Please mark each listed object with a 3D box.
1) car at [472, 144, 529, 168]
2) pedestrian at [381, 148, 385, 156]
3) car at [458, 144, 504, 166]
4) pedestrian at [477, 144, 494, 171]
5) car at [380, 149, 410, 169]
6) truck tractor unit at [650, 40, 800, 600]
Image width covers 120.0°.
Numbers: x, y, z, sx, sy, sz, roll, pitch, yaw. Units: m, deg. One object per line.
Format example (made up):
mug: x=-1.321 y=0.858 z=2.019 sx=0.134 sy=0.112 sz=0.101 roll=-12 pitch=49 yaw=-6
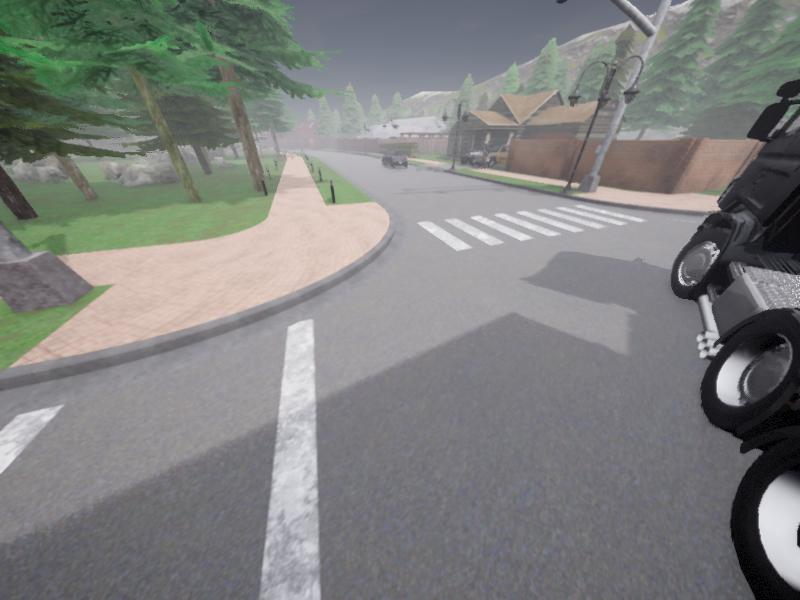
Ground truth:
car: x=9.696 y=-14.037 z=22.490 sx=4.605 sy=1.855 sz=1.932 roll=-12 pitch=37 yaw=-17
pedestrian: x=-2.755 y=-24.398 z=38.024 sx=0.500 sy=1.100 sz=0.500 roll=-17 pitch=38 yaw=-23
car: x=8.440 y=-15.297 z=24.309 sx=3.866 sy=1.878 sz=1.905 roll=-12 pitch=37 yaw=-17
pedestrian: x=7.276 y=-12.190 z=19.757 sx=0.751 sy=1.860 sz=0.751 roll=-19 pitch=39 yaw=-26
car: x=-0.598 y=-14.287 z=23.336 sx=1.845 sy=1.501 sz=3.633 roll=-12 pitch=37 yaw=-17
truck tractor unit: x=4.693 y=-0.589 z=1.191 sx=3.053 sy=4.208 sz=6.516 roll=26 pitch=43 yaw=32
